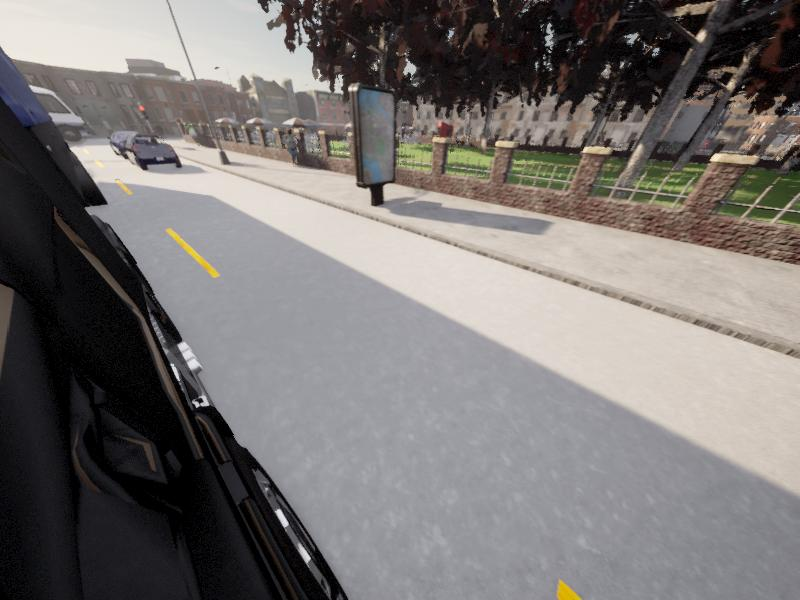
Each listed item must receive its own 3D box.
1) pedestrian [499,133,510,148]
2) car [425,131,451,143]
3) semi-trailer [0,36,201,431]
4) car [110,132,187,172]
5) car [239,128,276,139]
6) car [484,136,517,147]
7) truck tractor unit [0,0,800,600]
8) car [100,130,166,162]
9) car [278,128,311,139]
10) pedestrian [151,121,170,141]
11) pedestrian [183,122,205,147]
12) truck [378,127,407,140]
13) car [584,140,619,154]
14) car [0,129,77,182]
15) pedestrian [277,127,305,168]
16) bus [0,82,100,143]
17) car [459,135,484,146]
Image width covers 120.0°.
[{"bbox_3d":[16.501,-25.173,36.463,0.751,1.860,0.751,-24,44,-31],"label":"pedestrian"},{"bbox_3d":[7.557,-32.430,45.952,4.605,1.855,1.932,28,44,31],"label":"car"},{"bbox_3d":[-8.671,-3.600,4.289,14.254,4.402,2.717,28,44,30],"label":"semi-trailer"},{"bbox_3d":[-13.538,-8.064,12.455,3.633,1.501,1.845,28,44,30],"label":"car"},{"bbox_3d":[-23.859,-28.000,38.895,1.895,1.301,4.718,28,44,30],"label":"car"},{"bbox_3d":[18.656,-29.518,42.914,4.902,1.511,2.128,28,44,30],"label":"car"},{"bbox_3d":[-2.645,-0.295,0.351,6.516,4.208,3.053,28,44,30],"label":"truck tractor unit"},{"bbox_3d":[-17.835,-10.377,15.415,4.674,1.442,1.812,27,43,29],"label":"car"},{"bbox_3d":[-19.563,-31.073,43.037,1.882,1.535,5.008,28,44,30],"label":"car"},{"bbox_3d":[-28.359,-19.968,27.369,0.751,1.860,0.751,27,43,29],"label":"pedestrian"},{"bbox_3d":[-19.369,-15.544,21.696,0.751,1.860,0.751,28,44,31],"label":"pedestrian"},{"bbox_3d":[-1.830,-38.976,54.086,6.274,2.098,2.390,11,37,11],"label":"truck"},{"bbox_3d":[30.582,-23.274,35.123,3.633,1.501,1.845,28,44,30],"label":"car"},{"bbox_3d":[-16.676,-6.572,10.295,4.514,1.525,2.007,28,44,30],"label":"car"},{"bbox_3d":[-6.098,-8.558,13.006,0.751,1.860,0.751,28,44,30],"label":"pedestrian"},{"bbox_3d":[-36.434,-16.918,20.903,3.944,4.253,10.273,28,44,30],"label":"bus"},{"bbox_3d":[13.048,-29.304,42.371,3.806,1.475,1.970,27,43,30],"label":"car"}]
